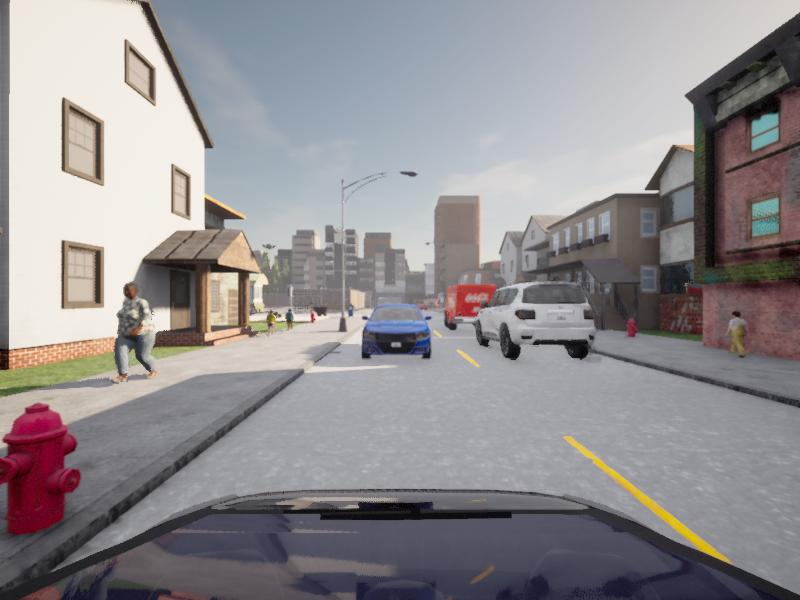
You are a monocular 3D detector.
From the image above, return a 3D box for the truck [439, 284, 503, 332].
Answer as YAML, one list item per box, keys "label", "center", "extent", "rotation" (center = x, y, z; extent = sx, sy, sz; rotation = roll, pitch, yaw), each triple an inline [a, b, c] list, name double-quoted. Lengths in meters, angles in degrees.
- label: "truck"
  center: [3.889, 0.414, 23.156]
  extent: [2.627, 2.467, 5.204]
  rotation: [0, -1, -2]

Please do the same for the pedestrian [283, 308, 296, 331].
- label: "pedestrian"
  center: [-5.451, 0.967, 19.764]
  extent: [0.500, 1.100, 0.500]
  rotation: [0, 0, 0]

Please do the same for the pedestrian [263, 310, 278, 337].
- label: "pedestrian"
  center: [-5.427, 0.959, 16.783]
  extent: [0.500, 1.100, 0.500]
  rotation: [0, 0, -1]

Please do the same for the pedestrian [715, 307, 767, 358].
- label: "pedestrian"
  center: [9.014, 0.843, 10.601]
  extent: [0.751, 1.300, 0.751]
  rotation: [0, 0, 1]

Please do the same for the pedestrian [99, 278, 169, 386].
- label: "pedestrian"
  center: [-4.831, 0.555, 7.300]
  extent: [0.751, 1.860, 0.751]
  rotation: [0, 0, 10]

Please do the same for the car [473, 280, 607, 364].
- label: "car"
  center: [3.902, 0.594, 12.480]
  extent: [2.150, 2.045, 5.566]
  rotation: [0, -1, -1]

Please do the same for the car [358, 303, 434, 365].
- label: "car"
  center: [-0.097, 0.858, 12.474]
  extent: [1.882, 1.535, 5.008]
  rotation: [0, 0, 0]

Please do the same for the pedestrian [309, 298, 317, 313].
- label: "pedestrian"
  center: [-10.556, 0.663, 48.493]
  extent: [0.751, 1.860, 0.751]
  rotation: [0, 0, 43]
